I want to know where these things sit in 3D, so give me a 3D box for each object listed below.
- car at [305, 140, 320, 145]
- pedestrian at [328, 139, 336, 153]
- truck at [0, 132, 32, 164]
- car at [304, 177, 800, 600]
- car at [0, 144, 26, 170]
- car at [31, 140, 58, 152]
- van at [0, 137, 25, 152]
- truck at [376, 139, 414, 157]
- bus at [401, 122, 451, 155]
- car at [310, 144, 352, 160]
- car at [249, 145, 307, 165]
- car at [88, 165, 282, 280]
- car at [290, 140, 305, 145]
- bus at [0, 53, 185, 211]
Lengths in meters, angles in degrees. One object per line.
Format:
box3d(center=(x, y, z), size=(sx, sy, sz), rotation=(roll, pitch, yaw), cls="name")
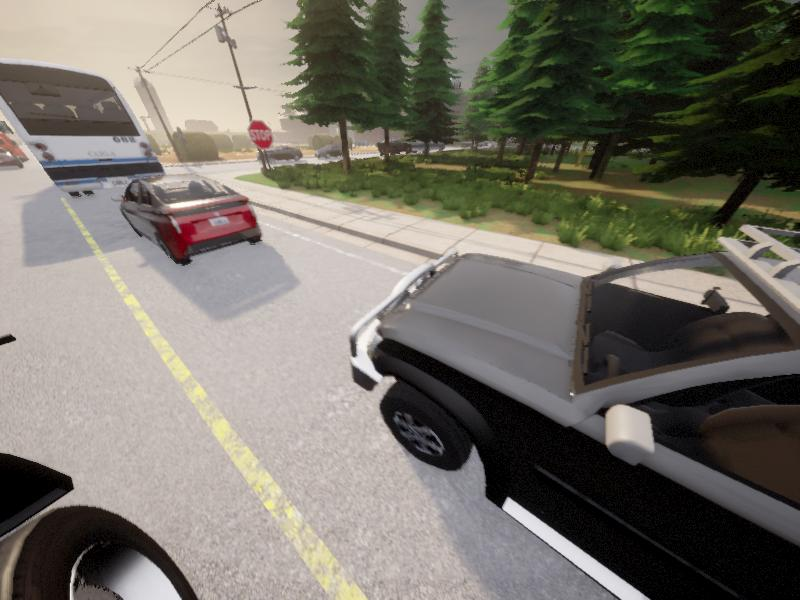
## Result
box3d(center=(-30.513, -54.933, 80.396), size=(4.892, 1.490, 1.837), rotation=(21, 40, 26), cls="car")
box3d(center=(-10.594, -24.015, 36.055), size=(0.751, 1.860, 0.751), rotation=(28, 44, 33), cls="pedestrian")
box3d(center=(-40.260, -15.271, 23.150), size=(5.204, 2.467, 2.627), rotation=(24, 41, 29), cls="truck")
box3d(center=(1.909, 0.672, 1.352), size=(4.605, 1.855, 1.932), rotation=(23, 41, 27), cls="car")
box3d(center=(-33.110, -11.804, 19.032), size=(3.988, 1.617, 1.851), rotation=(23, 41, 29), cls="car")
box3d(center=(-60.915, -26.381, 39.580), size=(5.366, 1.575, 1.801), rotation=(23, 41, 29), cls="car")
box3d(center=(-66.700, -26.578, 39.391), size=(4.480, 2.038, 2.069), rotation=(23, 41, 29), cls="van")
box3d(center=(-0.607, -22.766, 34.471), size=(2.390, 2.098, 6.274), rotation=(21, 40, 27), cls="truck")
box3d(center=(4.711, -28.283, 40.474), size=(3.944, 4.253, 10.273), rotation=(21, 40, 27), cls="bus")
box3d(center=(-8.783, -19.185, 29.834), size=(2.128, 1.511, 4.902), rotation=(21, 40, 27), cls="car")
box3d(center=(-12.894, -15.692, 24.845), size=(2.128, 1.511, 4.902), rotation=(21, 40, 27), cls="car")
box3d(center=(-5.338, -2.245, 5.733), size=(4.514, 1.525, 2.007), rotation=(23, 41, 29), cls="car")
box3d(center=(-35.285, -54.320, 79.513), size=(4.792, 1.488, 2.163), rotation=(21, 40, 26), cls="car")
box3d(center=(-15.578, -7.702, 11.055), size=(10.273, 4.253, 3.944), rotation=(24, 41, 29), cls="bus")
